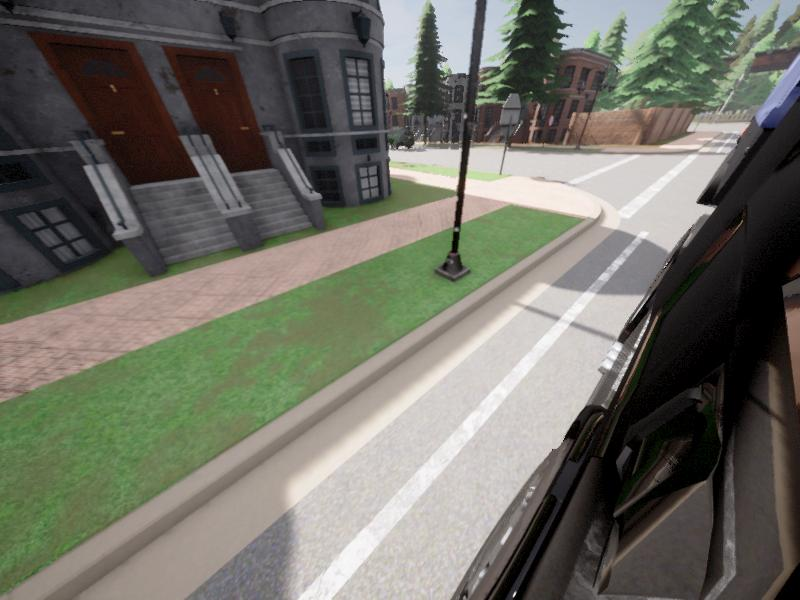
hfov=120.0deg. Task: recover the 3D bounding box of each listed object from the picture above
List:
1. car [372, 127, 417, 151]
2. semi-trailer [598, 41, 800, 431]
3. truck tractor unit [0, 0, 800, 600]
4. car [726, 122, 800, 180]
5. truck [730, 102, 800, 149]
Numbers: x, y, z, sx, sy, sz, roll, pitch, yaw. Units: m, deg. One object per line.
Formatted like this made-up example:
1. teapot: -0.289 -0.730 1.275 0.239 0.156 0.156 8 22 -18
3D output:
1. car: -0.706 -18.536 26.573 2.150 2.045 5.566 -27 43 -29
2. semi-trailer: 8.693 -3.615 4.224 14.254 4.402 2.717 -28 44 -30
3. truck tractor unit: 2.645 -0.295 0.351 6.516 4.208 3.053 -28 44 -30
4. car: 16.527 -6.663 10.087 5.238 1.638 1.930 -28 44 -30
5. truck: 27.081 -12.659 16.676 5.204 2.467 2.627 -29 44 -29
